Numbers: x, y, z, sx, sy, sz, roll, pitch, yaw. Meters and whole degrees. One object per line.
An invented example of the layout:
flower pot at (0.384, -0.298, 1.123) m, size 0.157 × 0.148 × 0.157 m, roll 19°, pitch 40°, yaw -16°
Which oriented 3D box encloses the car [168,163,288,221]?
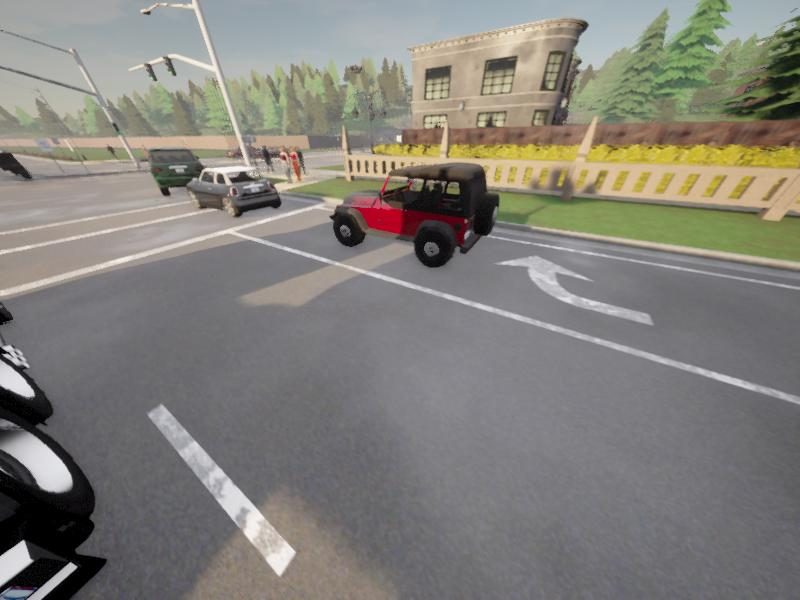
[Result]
car at (-6.681, -4.378, 9.061) m, size 3.806 × 1.475 × 1.970 m, roll 19°, pitch 39°, yaw 26°

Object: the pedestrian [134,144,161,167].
pedestrian at (-24.014, -13.749, 22.026) m, size 0.751 × 1.860 × 0.751 m, roll -1°, pitch 35°, yaw -1°

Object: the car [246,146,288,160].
car at (-19.555, -21.871, 34.314) m, size 2.163 × 1.488 × 4.792 m, roll 19°, pitch 39°, yaw 25°

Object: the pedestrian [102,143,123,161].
pedestrian at (-36.563, -18.785, 29.364) m, size 0.751 × 1.860 × 0.751 m, roll 15°, pitch 38°, yaw 21°

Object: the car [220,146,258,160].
car at (-23.704, -21.854, 34.208) m, size 1.851 × 1.617 × 3.988 m, roll 19°, pitch 39°, yaw 25°

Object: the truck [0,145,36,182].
truck at (-30.181, -10.087, 16.907) m, size 6.274 × 2.098 × 2.390 m, roll 18°, pitch 39°, yaw 25°

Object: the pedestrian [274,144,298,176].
pedestrian at (-7.880, -9.733, 16.063) m, size 0.751 × 1.860 × 0.751 m, roll 21°, pitch 40°, yaw 28°

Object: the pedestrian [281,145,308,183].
pedestrian at (-6.160, -7.984, 13.598) m, size 0.751 × 1.860 × 0.751 m, roll 8°, pitch 36°, yaw 12°

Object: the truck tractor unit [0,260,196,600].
truck tractor unit at (-5.106, -0.305, 0.794) m, size 6.516 × 4.208 × 3.053 m, roll 19°, pitch 39°, yaw 25°

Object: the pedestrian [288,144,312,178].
pedestrian at (-6.573, -9.168, 15.230) m, size 0.751 × 1.860 × 0.751 m, roll 27°, pitch 43°, yaw 34°

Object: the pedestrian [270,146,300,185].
pedestrian at (-6.471, -7.604, 13.054) m, size 0.751 × 1.860 × 0.751 m, roll 12°, pitch 37°, yaw 17°

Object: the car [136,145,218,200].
car at (-12.110, -7.094, 12.509) m, size 2.150 × 2.045 × 5.566 m, roll -28°, pitch 43°, yaw -33°

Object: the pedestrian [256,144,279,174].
pedestrian at (-9.841, -10.492, 17.186) m, size 0.751 × 1.860 × 0.751 m, roll 20°, pitch 40°, yaw 27°

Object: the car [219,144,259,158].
car at (-25.671, -23.926, 37.042) m, size 2.097 × 1.767 × 4.553 m, roll 19°, pitch 39°, yaw 25°

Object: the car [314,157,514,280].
car at (0.244, -2.193, 5.502) m, size 3.866 × 1.878 × 1.905 m, roll 18°, pitch 39°, yaw 25°
